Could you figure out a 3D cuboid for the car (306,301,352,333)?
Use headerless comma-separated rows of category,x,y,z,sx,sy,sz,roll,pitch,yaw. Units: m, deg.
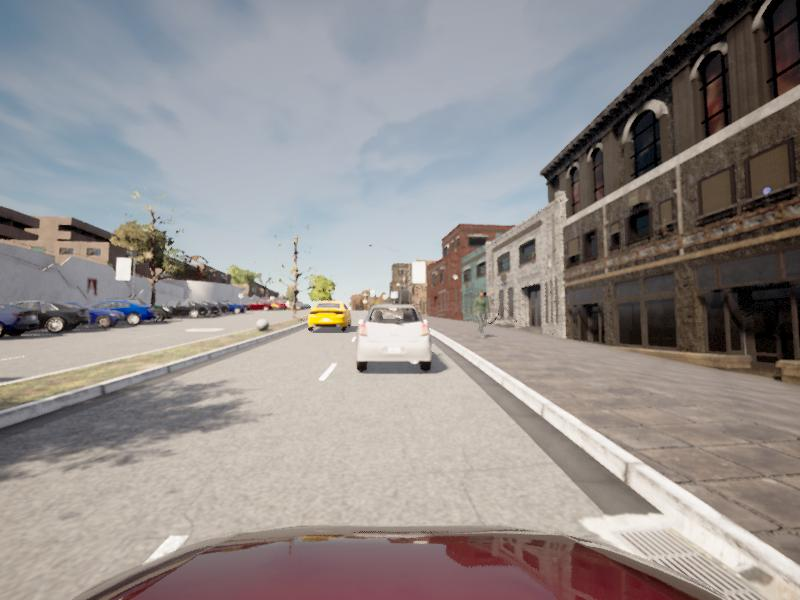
car,-3.720,0.814,21.741,1.882,1.535,5.008,0,0,-3

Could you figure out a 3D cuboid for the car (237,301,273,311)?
car,-22.645,0.939,62.636,5.008,1.535,2.097,0,-1,-28

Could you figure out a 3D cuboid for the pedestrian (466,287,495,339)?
pedestrian,2.990,0.493,14.847,0.751,1.860,0.751,1,-4,-18

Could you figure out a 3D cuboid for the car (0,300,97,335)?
car,-17.361,0.768,18.537,4.892,1.521,2.231,-1,0,-23

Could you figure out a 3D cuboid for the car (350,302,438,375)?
car,-0.173,0.821,10.188,1.845,1.501,3.633,0,0,-2

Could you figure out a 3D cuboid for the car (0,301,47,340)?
car,-17.225,0.802,15.574,4.792,1.488,2.163,-1,0,-23

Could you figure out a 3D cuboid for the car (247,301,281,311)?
car,-23.334,1.035,68.620,5.366,1.575,1.946,0,-1,-28

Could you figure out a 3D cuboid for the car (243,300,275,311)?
car,-23.104,0.860,65.570,4.553,1.767,2.185,0,-1,-28

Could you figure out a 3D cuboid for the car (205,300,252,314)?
car,-20.555,0.795,47.912,5.008,1.535,2.097,0,0,-28

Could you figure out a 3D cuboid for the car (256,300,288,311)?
car,-24.736,0.981,77.388,5.566,2.045,2.435,0,-2,-28

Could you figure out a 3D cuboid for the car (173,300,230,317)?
car,-19.331,0.771,39.121,4.892,1.521,2.231,0,0,-27

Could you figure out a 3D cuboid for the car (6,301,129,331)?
car,-17.571,0.805,21.488,4.674,1.452,2.002,-1,0,-24

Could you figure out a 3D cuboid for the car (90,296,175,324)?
car,-18.079,0.636,27.360,4.553,1.767,2.185,0,0,-25

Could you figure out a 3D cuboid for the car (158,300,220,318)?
car,-18.968,0.766,36.184,4.892,1.521,2.231,0,0,-26

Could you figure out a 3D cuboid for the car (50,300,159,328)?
car,-17.789,0.762,24.430,5.008,1.535,2.097,-1,0,-24

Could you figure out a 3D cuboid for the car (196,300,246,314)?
car,-20.140,0.784,44.979,5.008,1.535,2.097,0,0,-28

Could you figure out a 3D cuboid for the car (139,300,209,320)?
car,-18.631,0.764,33.247,4.892,1.521,2.231,0,0,-26
